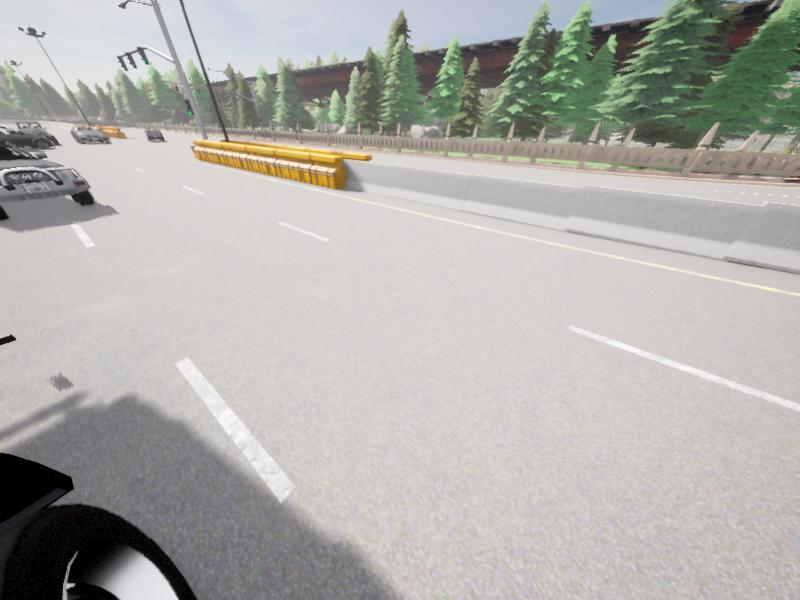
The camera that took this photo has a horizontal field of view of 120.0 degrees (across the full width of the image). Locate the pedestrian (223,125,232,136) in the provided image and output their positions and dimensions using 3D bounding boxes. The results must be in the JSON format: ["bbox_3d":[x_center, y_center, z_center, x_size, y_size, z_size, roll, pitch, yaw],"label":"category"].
[{"bbox_3d":[-37.144,-36.531,49.728,0.751,1.860,0.751,26,42,28],"label":"pedestrian"}]

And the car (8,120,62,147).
[{"bbox_3d":[-34.975,-16.014,22.159,3.866,1.878,1.905,25,42,27],"label":"car"}]

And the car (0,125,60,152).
[{"bbox_3d":[-30.992,-12.792,18.230,1.851,1.617,3.988,13,38,14],"label":"car"}]

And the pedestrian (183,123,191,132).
[{"bbox_3d":[-54.099,-43.770,58.677,0.751,1.860,0.751,24,42,27],"label":"pedestrian"}]

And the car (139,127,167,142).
[{"bbox_3d":[-34.113,-22.882,31.875,3.633,1.501,1.845,31,45,33],"label":"car"}]

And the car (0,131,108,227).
[{"bbox_3d":[-11.524,-3.660,6.611,4.605,1.855,1.932,15,38,18],"label":"car"}]

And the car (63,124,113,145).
[{"bbox_3d":[-33.847,-17.944,25.084,5.027,1.651,2.152,24,42,27],"label":"car"}]
